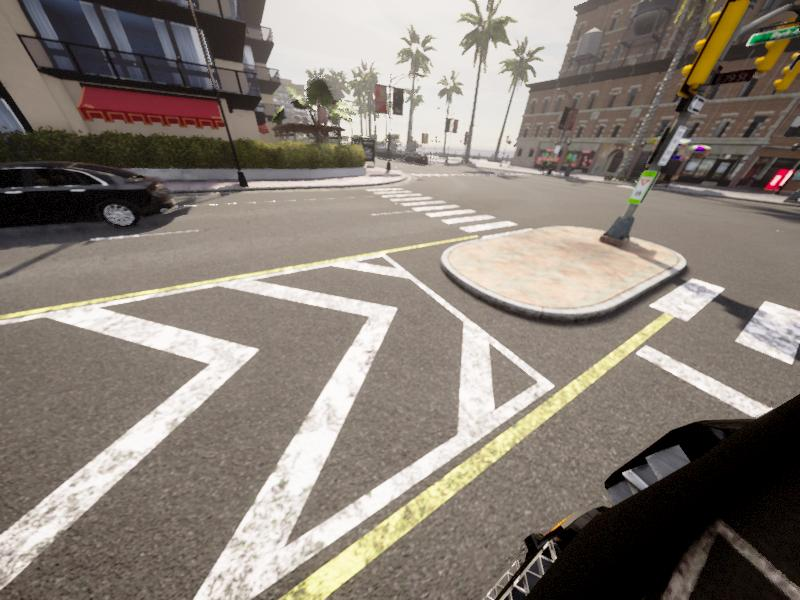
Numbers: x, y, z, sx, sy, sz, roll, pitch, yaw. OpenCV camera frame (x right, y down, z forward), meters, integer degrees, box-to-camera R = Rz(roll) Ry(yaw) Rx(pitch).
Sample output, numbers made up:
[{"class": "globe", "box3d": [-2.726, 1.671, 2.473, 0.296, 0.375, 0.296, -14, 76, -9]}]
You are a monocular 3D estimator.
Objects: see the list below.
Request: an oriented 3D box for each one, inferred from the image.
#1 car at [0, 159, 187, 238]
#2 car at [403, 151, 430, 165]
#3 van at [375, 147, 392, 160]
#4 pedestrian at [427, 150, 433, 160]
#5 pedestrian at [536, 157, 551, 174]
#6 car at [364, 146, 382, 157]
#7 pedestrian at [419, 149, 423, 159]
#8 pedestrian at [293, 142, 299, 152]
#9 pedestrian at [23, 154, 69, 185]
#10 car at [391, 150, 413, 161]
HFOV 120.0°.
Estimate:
[{"class": "car", "box3d": [-9.104, -2.698, 5.962, 4.892, 1.490, 1.837, -15, 38, -26]}, {"class": "car", "box3d": [2.648, -23.315, 37.940, 2.242, 1.667, 4.611, -15, 38, -26]}, {"class": "van", "box3d": [-3.376, -29.574, 46.621, 1.775, 1.987, 4.442, -16, 38, -26]}, {"class": "pedestrian", "box3d": [6.385, -30.822, 49.110, 0.751, 1.860, 0.751, 29, 42, 34]}, {"class": "pedestrian", "box3d": [18.272, -17.118, 29.375, 0.751, 1.860, 0.751, -14, 37, -24]}, {"class": "car", "box3d": [-6.700, -36.578, 56.881, 2.150, 2.045, 5.566, -18, 39, -28]}, {"class": "pedestrian", "box3d": [4.967, -34.579, 54.672, 0.751, 1.860, 0.751, -9, 35, -18]}, {"class": "pedestrian", "box3d": [-24.043, -35.263, 53.304, 0.751, 1.860, 0.751, -18, 39, -28]}, {"class": "pedestrian", "box3d": [-15.039, -5.572, 9.849, 0.500, 1.100, 0.500, -10, 36, -20]}, {"class": "car", "box3d": [0.349, -29.553, 47.227, 2.152, 1.651, 5.027, -15, 38, -26]}]
